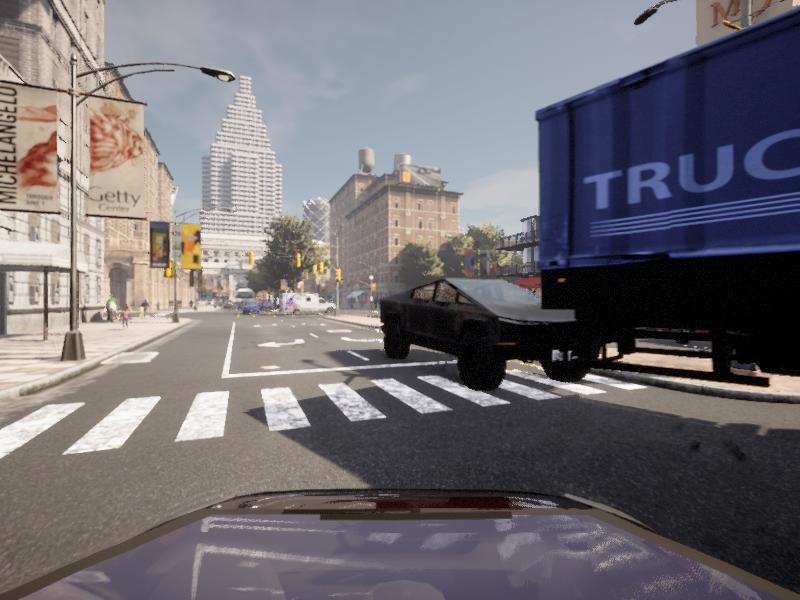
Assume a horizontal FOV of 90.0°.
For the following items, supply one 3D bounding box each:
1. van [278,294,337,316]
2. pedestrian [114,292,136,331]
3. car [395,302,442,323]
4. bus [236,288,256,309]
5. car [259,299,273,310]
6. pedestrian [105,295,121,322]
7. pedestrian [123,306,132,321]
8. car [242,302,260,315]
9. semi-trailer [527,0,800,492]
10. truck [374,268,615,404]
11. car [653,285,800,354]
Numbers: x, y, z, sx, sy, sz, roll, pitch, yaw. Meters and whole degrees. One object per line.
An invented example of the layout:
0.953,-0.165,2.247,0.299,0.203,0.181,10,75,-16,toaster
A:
-10.758,0.506,46.579,6.366,2.431,2.351,0,0,-22,van
-13.207,0.541,19.237,0.751,1.860,0.751,0,0,-24,pedestrian
1.342,0.913,31.259,2.007,1.525,4.514,0,0,-22,car
-34.523,-0.292,89.428,3.944,4.253,10.273,0,0,-22,bus
-25.454,0.781,76.053,2.150,2.045,5.566,0,0,-22,car
-19.950,0.565,27.837,0.751,1.860,0.751,0,0,-19,pedestrian
-19.441,0.947,28.524,0.500,1.100,0.500,0,0,-38,pedestrian
-18.308,0.959,49.122,1.882,1.535,5.008,0,0,-22,car
7.410,-0.623,0.768,2.717,4.402,14.254,0,0,-42,semi-trailer
1.520,0.570,9.530,2.390,2.098,6.274,0,0,-22,truck
12.219,0.602,13.888,2.150,2.045,5.566,0,-1,-23,car
